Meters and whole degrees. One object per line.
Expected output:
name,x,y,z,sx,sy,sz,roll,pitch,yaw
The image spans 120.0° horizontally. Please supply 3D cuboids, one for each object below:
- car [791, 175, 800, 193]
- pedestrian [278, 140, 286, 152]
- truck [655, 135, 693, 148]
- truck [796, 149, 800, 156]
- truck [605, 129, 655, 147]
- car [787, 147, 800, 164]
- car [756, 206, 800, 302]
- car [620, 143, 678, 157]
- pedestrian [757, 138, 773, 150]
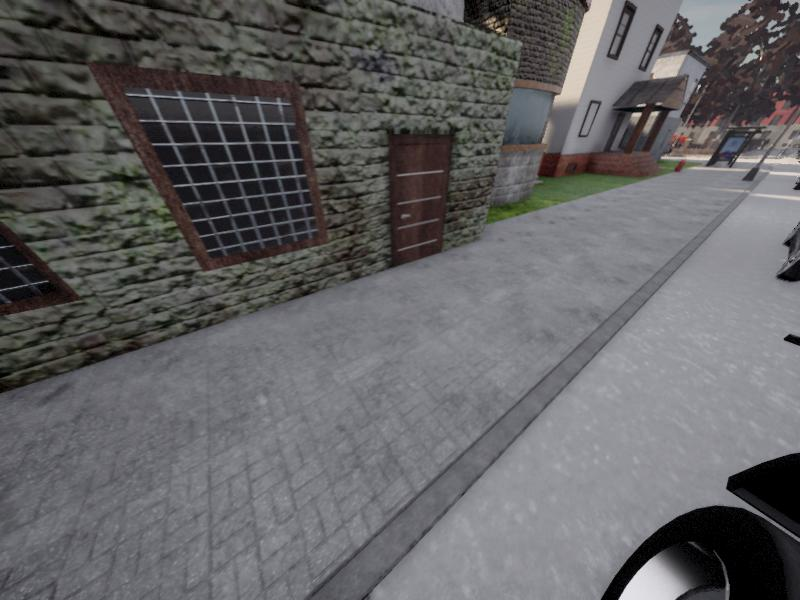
car,21.524,-6.346,11.161,4.605,1.855,1.932,-23,41,-27
pedestrian,-20.971,-27.409,41.130,0.751,1.860,0.751,-20,40,-25
truck,67.568,-39.268,57.112,2.627,2.467,5.204,-23,41,-28
truck,57.869,-21.356,31.741,5.204,2.467,2.627,-22,41,-28
truck,62.312,-44.128,62.869,2.891,3.827,8.468,-22,41,-28
car,41.526,-13.679,21.788,4.892,1.490,1.837,11,38,15
car,9.001,-1.120,4.145,4.902,1.511,2.128,-22,41,-28
car,34.181,-20.736,31.841,2.128,1.511,4.902,-22,41,-28
pedestrian,65.559,-28.026,41.471,0.751,1.860,0.751,-22,41,-28
